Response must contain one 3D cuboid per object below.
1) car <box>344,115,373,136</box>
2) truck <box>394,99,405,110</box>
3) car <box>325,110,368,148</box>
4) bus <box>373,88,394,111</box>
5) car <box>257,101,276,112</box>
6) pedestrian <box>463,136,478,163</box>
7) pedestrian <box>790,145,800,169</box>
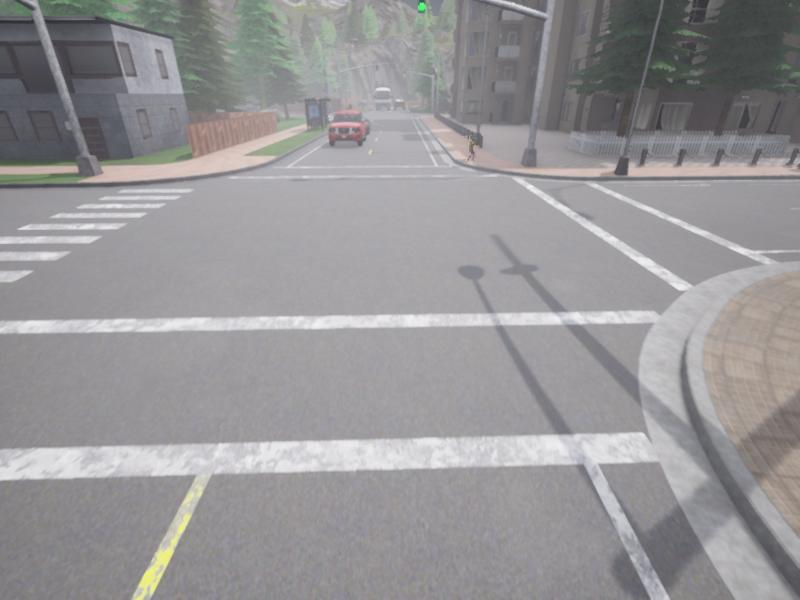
[{"bbox_3d":[-3.528,-15.175,34.668,1.994,1.385,4.181,0,27,0],"label":"car"},{"bbox_3d":[-0.076,-42.701,87.422,2.390,2.098,6.274,0,27,0],"label":"truck"},{"bbox_3d":[-3.521,-11.822,27.401,2.150,2.045,5.566,0,27,0],"label":"car"},{"bbox_3d":[-3.455,-43.123,85.902,3.944,4.253,10.273,0,27,0],"label":"bus"},{"bbox_3d":[-25.084,-36.543,75.448,1.932,1.855,4.605,-1,27,-1],"label":"car"},{"bbox_3d":[3.272,-7.018,18.676,0.500,1.100,0.500,-3,27,-5],"label":"pedestrian"},{"bbox_3d":[17.393,-6.427,16.673,0.751,1.860,0.751,-1,27,-1],"label":"pedestrian"}]
